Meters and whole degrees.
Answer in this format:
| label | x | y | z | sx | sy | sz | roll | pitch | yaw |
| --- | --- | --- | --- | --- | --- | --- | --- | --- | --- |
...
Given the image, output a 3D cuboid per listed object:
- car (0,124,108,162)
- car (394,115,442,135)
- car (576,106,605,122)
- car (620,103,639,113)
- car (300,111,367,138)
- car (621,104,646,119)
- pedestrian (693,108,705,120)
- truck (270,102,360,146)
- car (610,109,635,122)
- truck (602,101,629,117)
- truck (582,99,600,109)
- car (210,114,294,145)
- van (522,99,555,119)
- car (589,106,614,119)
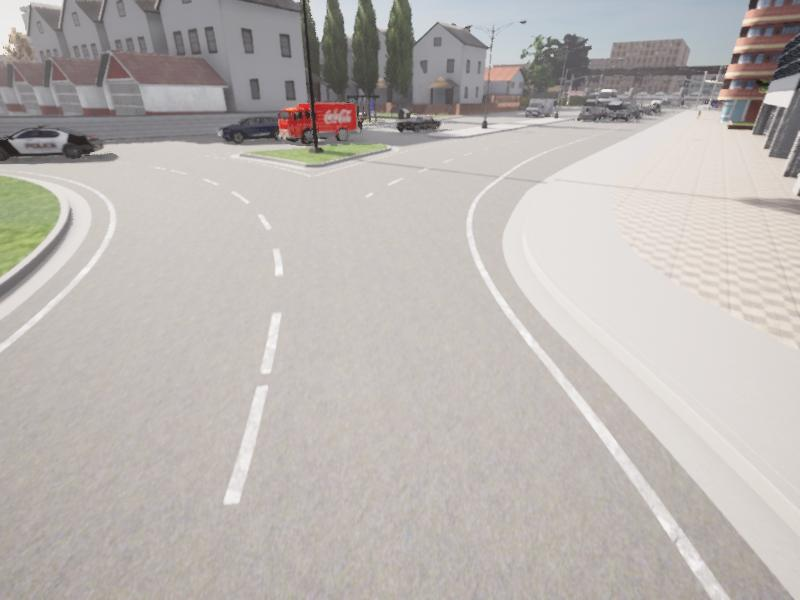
| label | x | y | z | sx | sy | sz | roll | pitch | yaw |
| --- | --- | --- | --- | --- | --- | --- | --- | --- | --- |
| car | -18.117 | -7.959 | 20.152 | 4.974 | 1.542 | 2.038 | -8 | 28 | -16 |
| car | 1.659 | -15.454 | 35.144 | 1.895 | 1.301 | 4.718 | 19 | 32 | 31 |
| car | 24.632 | -24.059 | 51.643 | 2.242 | 1.667 | 4.611 | 18 | 31 | 31 |
| car | 42.976 | -35.862 | 74.819 | 2.038 | 1.542 | 4.974 | 18 | 32 | 31 |
| car | -5.241 | -14.221 | 32.302 | 1.930 | 1.638 | 5.238 | 21 | 34 | 35 |
| car | 33.659 | -27.148 | 57.619 | 2.097 | 1.767 | 4.553 | 18 | 32 | 31 |
| pedestrian | 39.037 | -24.277 | 52.231 | 0.751 | 1.300 | 0.751 | 10 | 29 | 19 |
| truck | -5.644 | -12.106 | 27.310 | 5.204 | 2.467 | 2.627 | -24 | 36 | -39 |
| car | 28.723 | -23.741 | 51.501 | 1.895 | 1.301 | 4.718 | 18 | 32 | 31 |
| truck | 34.574 | -30.664 | 64.096 | 2.390 | 2.098 | 6.274 | 18 | 32 | 31 |
| truck | 45.818 | -47.077 | 96.018 | 2.390 | 2.098 | 6.274 | 18 | 32 | 31 |
| car | -10.195 | -11.971 | 27.900 | 4.856 | 1.649 | 2.033 | -22 | 35 | -36 |
| van | 20.191 | -27.891 | 58.200 | 2.351 | 2.431 | 6.366 | 18 | 32 | 31 |
| car | 28.660 | -26.618 | 56.750 | 2.038 | 1.542 | 4.974 | 18 | 32 | 31 |
